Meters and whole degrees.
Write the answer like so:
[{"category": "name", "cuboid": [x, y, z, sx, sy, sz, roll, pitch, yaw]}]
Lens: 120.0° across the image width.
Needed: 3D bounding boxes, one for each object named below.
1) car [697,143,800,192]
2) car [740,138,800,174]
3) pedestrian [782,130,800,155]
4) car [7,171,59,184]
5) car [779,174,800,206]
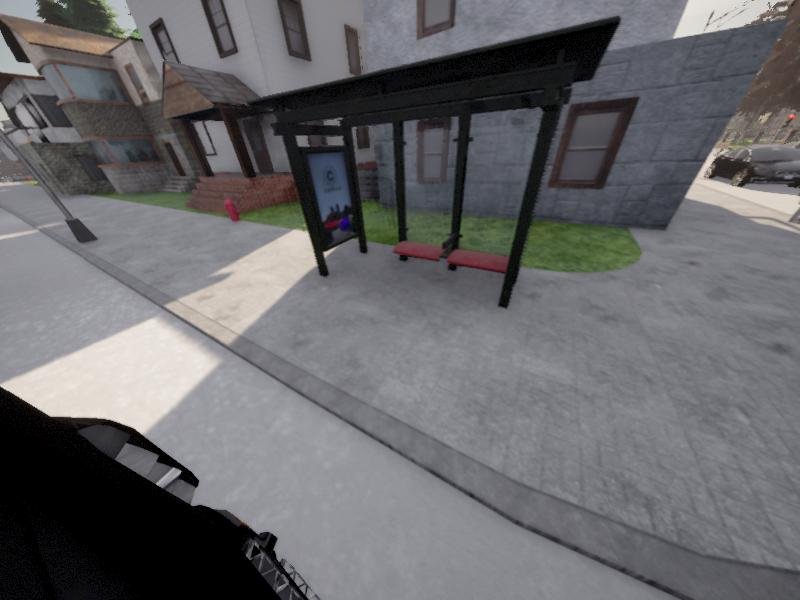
[{"category": "car", "cuboid": [16.604, -6.284, 10.742, 1.837, 1.490, 4.892, 16, 38, 26]}, {"category": "car", "cuboid": [23.467, -8.452, 13.446, 2.128, 1.511, 4.902, 14, 37, 24]}, {"category": "pedestrian", "cuboid": [33.805, -13.330, 19.420, 0.751, 1.860, 0.751, 16, 38, 26]}, {"category": "car", "cuboid": [-63.913, -21.375, 40.309, 2.007, 1.525, 4.514, 16, 38, 26]}, {"category": "car", "cuboid": [13.092, -2.928, 5.625, 1.932, 1.855, 4.605, 16, 38, 26]}]
